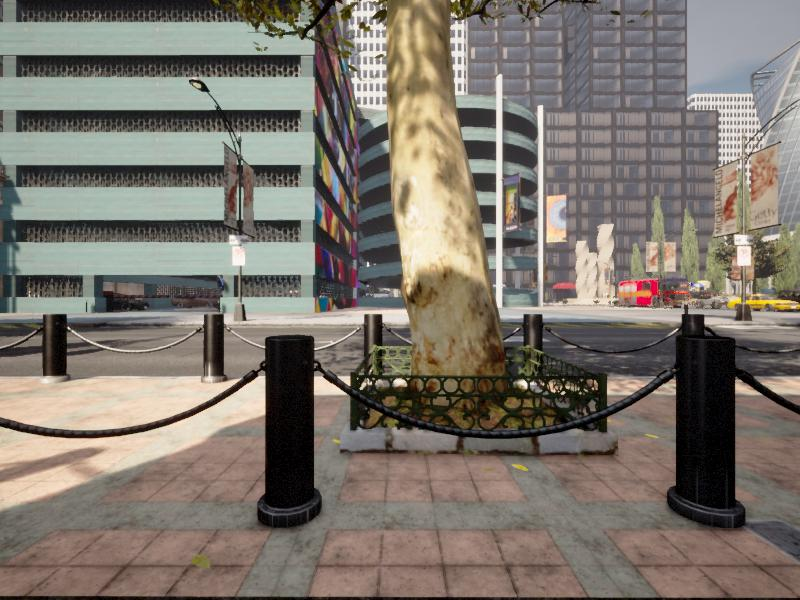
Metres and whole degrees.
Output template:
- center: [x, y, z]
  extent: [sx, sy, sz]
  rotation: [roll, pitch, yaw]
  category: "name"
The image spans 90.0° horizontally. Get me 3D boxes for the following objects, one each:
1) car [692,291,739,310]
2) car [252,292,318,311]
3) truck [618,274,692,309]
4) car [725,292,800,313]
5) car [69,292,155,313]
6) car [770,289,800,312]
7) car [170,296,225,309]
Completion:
- center: [33.501, 0.047, 42.560]
  extent: [1.905, 1.878, 3.866]
  rotation: [0, 0, -1]
  category: "car"
- center: [-9.593, 0.117, 33.684]
  extent: [4.902, 1.511, 2.128]
  rotation: [0, 0, 0]
  category: "car"
- center: [29.942, -0.923, 47.590]
  extent: [2.891, 3.827, 8.468]
  rotation: [0, 0, -5]
  category: "truck"
- center: [30.029, 0.201, 33.190]
  extent: [1.801, 1.575, 5.366]
  rotation: [0, 0, 0]
  category: "car"
- center: [-21.193, 0.157, 29.591]
  extent: [4.786, 1.482, 2.161]
  rotation: [0, 0, 0]
  category: "car"
- center: [33.518, 0.046, 33.266]
  extent: [1.905, 1.878, 3.866]
  rotation: [0, 0, 0]
  category: "car"
- center: [-20.752, 0.207, 41.191]
  extent: [4.718, 1.301, 1.895]
  rotation: [0, 0, 0]
  category: "car"
